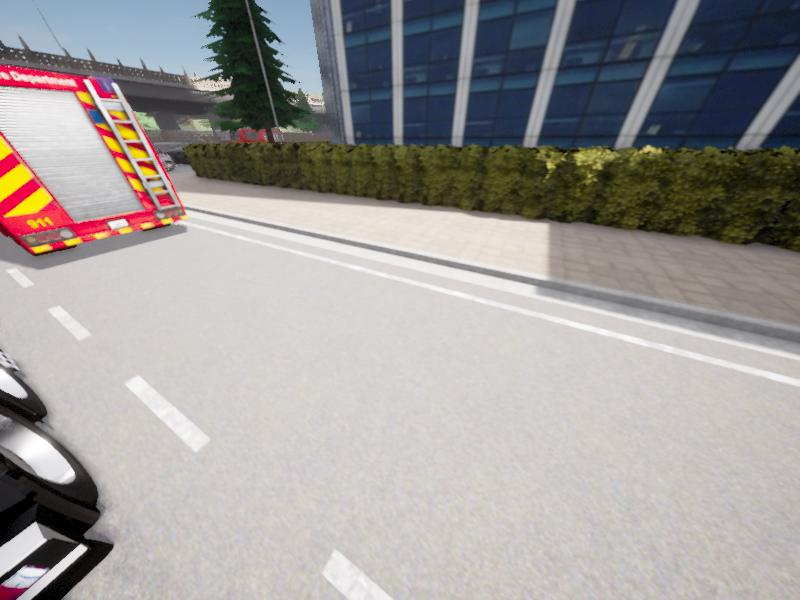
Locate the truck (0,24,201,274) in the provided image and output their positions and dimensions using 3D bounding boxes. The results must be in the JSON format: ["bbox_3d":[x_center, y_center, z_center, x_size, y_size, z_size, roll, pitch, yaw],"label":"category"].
[{"bbox_3d":[-10.339,-3.949,6.370,8.468,3.827,2.891,17,38,23],"label":"truck"}]

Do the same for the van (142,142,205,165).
[{"bbox_3d":[-25.736,-16.927,26.550,1.775,1.987,4.442,17,38,23],"label":"van"}]

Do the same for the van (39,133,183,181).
[{"bbox_3d":[-20.537,-10.660,17.227,2.351,2.431,6.366,-2,33,3],"label":"van"}]

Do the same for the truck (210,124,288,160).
[{"bbox_3d":[-21.072,-22.767,33.246,2.891,3.827,8.468,17,38,23],"label":"truck"}]

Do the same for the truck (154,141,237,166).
[{"bbox_3d":[-22.308,-16.412,25.685,2.390,2.098,6.274,17,38,23],"label":"truck"}]

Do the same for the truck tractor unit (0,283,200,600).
[{"bbox_3d":[-5.152,-0.255,0.744,6.516,4.208,3.053,17,38,23],"label":"truck tractor unit"}]
